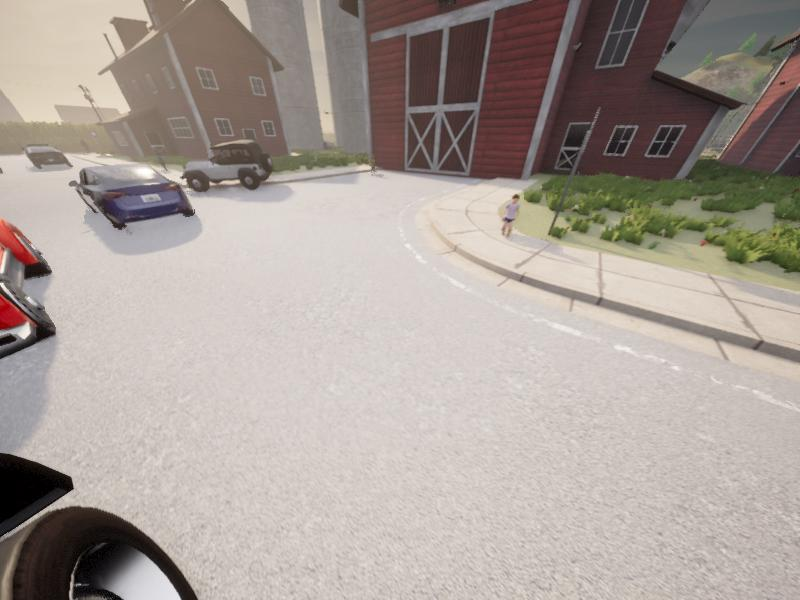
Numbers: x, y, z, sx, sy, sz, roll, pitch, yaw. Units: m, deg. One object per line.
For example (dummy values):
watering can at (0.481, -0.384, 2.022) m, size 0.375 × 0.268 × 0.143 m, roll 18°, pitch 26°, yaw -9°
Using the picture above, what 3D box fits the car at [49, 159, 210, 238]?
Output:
car at (-8.730, -3.518, 7.456) m, size 4.792 × 1.488 × 2.163 m, roll 22°, pitch 41°, yaw 28°

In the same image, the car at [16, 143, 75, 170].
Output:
car at (-30.603, -12.472, 19.930) m, size 5.238 × 1.638 × 1.930 m, roll 22°, pitch 41°, yaw 28°

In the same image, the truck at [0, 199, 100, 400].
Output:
truck at (-6.572, -0.543, 2.482) m, size 5.204 × 2.467 × 2.627 m, roll 22°, pitch 41°, yaw 28°

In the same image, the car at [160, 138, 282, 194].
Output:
car at (-8.282, -6.532, 11.191) m, size 3.866 × 1.878 × 1.905 m, roll -5°, pitch 41°, yaw -5°

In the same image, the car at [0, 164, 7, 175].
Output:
car at (-29.529, -9.458, 15.900) m, size 4.181 × 1.385 × 1.994 m, roll 22°, pitch 41°, yaw 28°

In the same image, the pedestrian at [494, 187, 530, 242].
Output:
pedestrian at (2.688, -2.058, 5.583) m, size 0.500 × 1.100 × 0.500 m, roll 14°, pitch 37°, yaw 19°

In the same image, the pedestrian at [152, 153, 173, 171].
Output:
pedestrian at (-16.934, -9.841, 16.470) m, size 0.500 × 1.100 × 0.500 m, roll 20°, pitch 40°, yaw 26°

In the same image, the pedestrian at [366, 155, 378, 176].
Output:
pedestrian at (-1.806, -8.746, 15.048) m, size 0.500 × 1.100 × 0.500 m, roll 21°, pitch 40°, yaw 27°

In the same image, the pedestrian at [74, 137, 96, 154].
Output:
pedestrian at (-42.677, -20.911, 31.315) m, size 0.751 × 1.860 × 0.751 m, roll -12°, pitch 37°, yaw -16°
